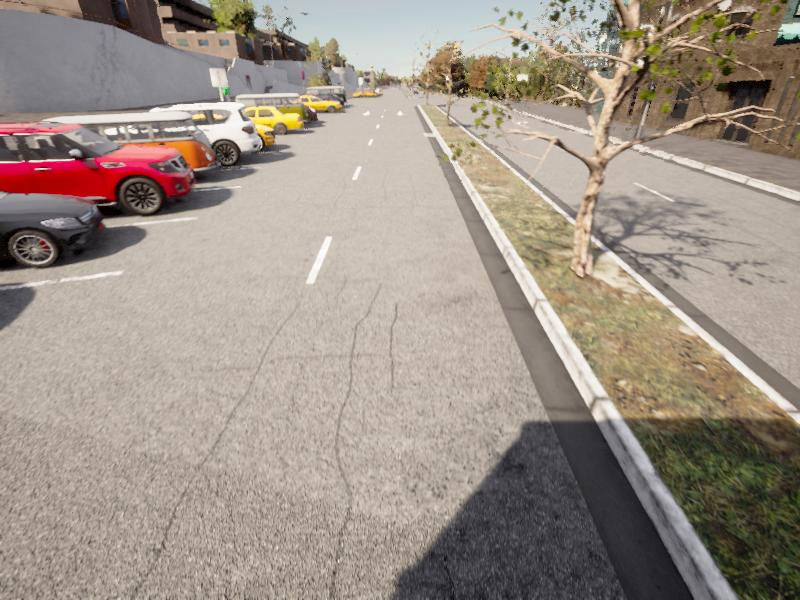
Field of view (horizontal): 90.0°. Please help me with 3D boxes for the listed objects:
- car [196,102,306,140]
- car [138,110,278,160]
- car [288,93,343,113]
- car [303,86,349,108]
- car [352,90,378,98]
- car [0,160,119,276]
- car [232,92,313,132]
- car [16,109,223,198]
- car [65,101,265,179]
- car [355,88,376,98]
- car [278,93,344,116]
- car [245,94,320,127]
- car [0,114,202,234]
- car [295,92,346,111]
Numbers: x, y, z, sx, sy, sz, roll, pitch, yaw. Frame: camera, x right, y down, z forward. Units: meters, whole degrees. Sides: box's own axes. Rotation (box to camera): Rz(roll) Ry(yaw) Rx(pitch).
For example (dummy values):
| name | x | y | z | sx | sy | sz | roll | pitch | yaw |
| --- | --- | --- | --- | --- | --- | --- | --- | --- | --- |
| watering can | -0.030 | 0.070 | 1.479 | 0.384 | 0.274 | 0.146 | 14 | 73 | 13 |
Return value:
| name | x | y | z | sx | sy | sz | roll | pitch | yaw |
| --- | --- | --- | --- | --- | --- | --- | --- | --- | --- |
| car | -8.228 | -10.093 | 22.461 | 5.366 | 1.575 | 1.946 | -11 | 31 | -17 |
| car | -8.062 | -7.220 | 17.323 | 5.008 | 1.535 | 2.097 | -11 | 30 | -17 |
| car | -8.053 | -18.802 | 38.145 | 4.674 | 1.452 | 2.002 | -11 | 30 | -17 |
| car | -7.942 | -21.959 | 43.252 | 4.442 | 1.987 | 1.878 | -11 | 30 | -17 |
| car | -7.858 | -46.127 | 89.645 | 5.366 | 1.575 | 1.946 | -10 | 29 | -17 |
| car | -8.063 | -1.324 | 6.977 | 4.674 | 1.452 | 2.002 | -11 | 31 | -17 |
| car | -7.950 | -11.797 | 25.049 | 4.442 | 1.987 | 1.878 | -11 | 30 | -17 |
| car | -7.954 | -4.517 | 12.058 | 4.442 | 1.987 | 1.878 | -11 | 31 | -17 |
| car | -8.086 | -5.975 | 14.591 | 5.566 | 2.045 | 2.435 | -11 | 31 | -17 |
| car | -7.923 | -47.705 | 92.158 | 4.442 | 1.987 | 1.878 | -10 | 29 | -17 |
| car | -7.878 | -17.421 | 35.579 | 5.366 | 1.575 | 1.946 | -11 | 30 | -17 |
| car | -8.086 | -13.134 | 27.653 | 4.553 | 1.767 | 2.185 | -11 | 30 | -17 |
| car | -8.038 | -3.058 | 9.433 | 5.566 | 2.045 | 2.435 | -11 | 31 | -17 |
| car | -8.044 | -20.251 | 40.742 | 4.674 | 1.452 | 2.002 | -11 | 31 | -17 |
